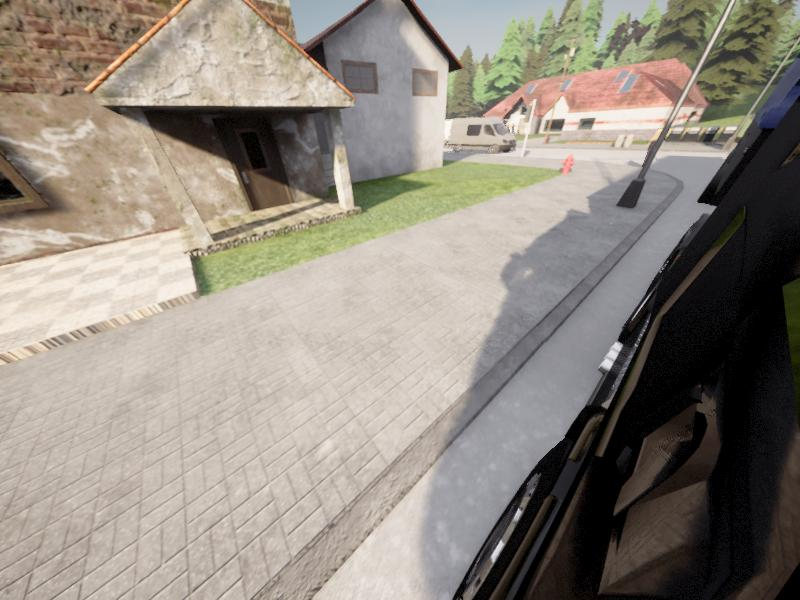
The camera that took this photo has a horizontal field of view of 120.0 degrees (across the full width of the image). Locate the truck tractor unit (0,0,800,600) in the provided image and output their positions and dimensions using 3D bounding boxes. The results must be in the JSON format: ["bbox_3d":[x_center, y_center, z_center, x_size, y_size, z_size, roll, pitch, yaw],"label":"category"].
[{"bbox_3d":[2.645,-0.295,0.352,6.516,4.208,3.053,-28,44,-30],"label":"truck tractor unit"}]

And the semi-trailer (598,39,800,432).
[{"bbox_3d":[8.696,-3.619,4.213,14.254,4.402,2.717,-28,44,-30],"label":"semi-trailer"}]

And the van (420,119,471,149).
[{"bbox_3d":[5.058,-19.320,26.920,1.988,2.561,5.915,-27,44,-29],"label":"van"}]

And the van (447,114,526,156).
[{"bbox_3d":[7.104,-14.212,19.982,1.988,2.561,5.915,-28,44,-30],"label":"van"}]

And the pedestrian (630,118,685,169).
[{"bbox_3d":[11.719,-7.142,10.615,0.751,1.860,0.751,9,39,16],"label":"pedestrian"}]
